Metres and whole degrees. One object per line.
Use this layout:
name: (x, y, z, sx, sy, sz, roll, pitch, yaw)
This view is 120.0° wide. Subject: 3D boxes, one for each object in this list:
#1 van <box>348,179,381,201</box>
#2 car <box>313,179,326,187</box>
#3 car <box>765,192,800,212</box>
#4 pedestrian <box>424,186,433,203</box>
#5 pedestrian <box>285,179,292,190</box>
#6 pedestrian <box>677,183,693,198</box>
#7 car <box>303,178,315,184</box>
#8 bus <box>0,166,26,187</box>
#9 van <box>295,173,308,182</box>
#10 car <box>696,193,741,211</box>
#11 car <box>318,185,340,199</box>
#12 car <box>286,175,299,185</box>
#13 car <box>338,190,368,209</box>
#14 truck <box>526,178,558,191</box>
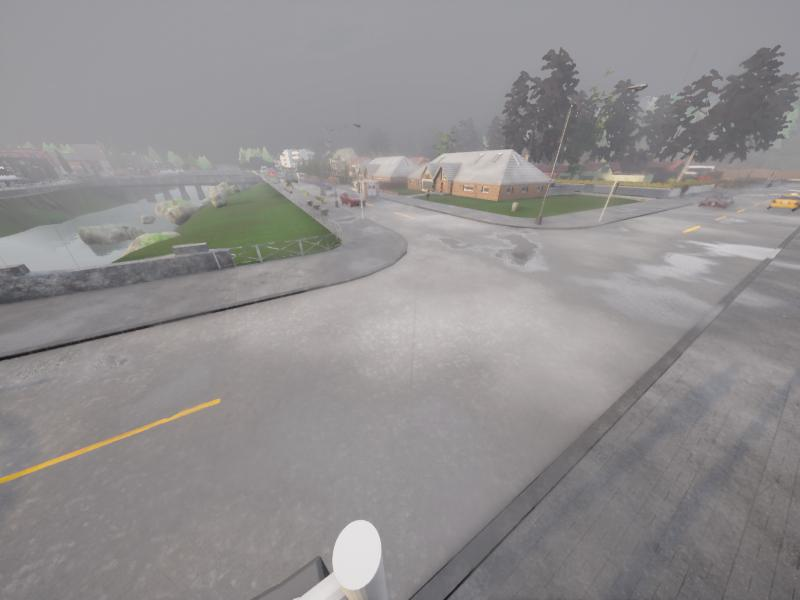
van: (-5.306, -16.156, 33.770, 2.351, 2.431, 6.366, -16, 34, -26)
car: (-19.302, -27.855, 54.985, 1.816, 1.474, 4.193, -16, 34, -26)
car: (43.216, -10.992, 25.673, 5.366, 1.575, 1.801, -16, 34, -26)
pedestrian: (3.596, -13.493, 29.468, 0.751, 1.860, 0.751, -16, 34, -25)
pedestrian: (-22.031, -22.822, 45.626, 0.751, 1.860, 0.751, -27, 39, -38)
pedestrian: (41.531, -15.940, 33.706, 0.751, 1.860, 0.751, -22, 37, -33)
car: (-25.072, -32.829, 63.685, 1.994, 1.385, 4.181, -16, 34, -26)
bus: (-94.444, -28.366, 53.084, 3.944, 4.253, 10.273, -16, 34, -26)
van: (-30.924, -38.358, 72.215, 2.351, 2.431, 6.366, -16, 34, -26)
car: (36.138, -11.171, 26.195, 4.181, 1.385, 1.994, -16, 34, -26)
car: (-10.978, -16.667, 35.557, 2.007, 1.525, 4.514, -16, 34, -26)
car: (-29.372, -32.835, 63.046, 2.150, 2.045, 5.566, -16, 34, -26)
car: (-5.702, -12.128, 27.683, 1.882, 1.535, 5.008, -16, 34, -25)
truck: (27.281, -22.337, 44.478, 2.069, 2.038, 4.478, -16, 34, -26)
